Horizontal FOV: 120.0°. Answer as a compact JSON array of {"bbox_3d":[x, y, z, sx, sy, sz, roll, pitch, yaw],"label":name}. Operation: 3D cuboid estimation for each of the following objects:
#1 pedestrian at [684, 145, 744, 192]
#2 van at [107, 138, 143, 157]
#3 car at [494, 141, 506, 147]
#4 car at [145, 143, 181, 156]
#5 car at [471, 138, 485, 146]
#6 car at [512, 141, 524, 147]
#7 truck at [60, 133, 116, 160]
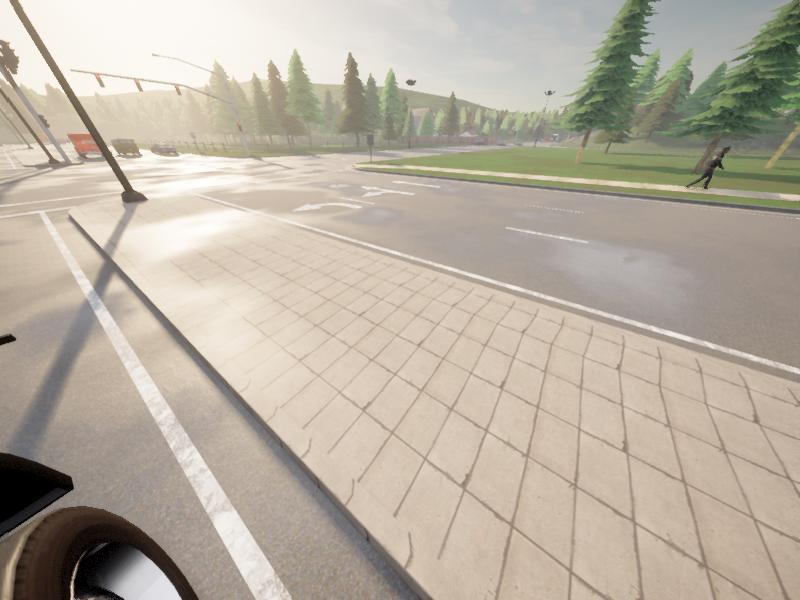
[{"bbox_3d":[14.752,-6.227,10.942,0.751,1.860,0.751,22,41,28],"label":"pedestrian"},{"bbox_3d":[-37.594,-20.899,31.558,4.442,1.987,1.775,22,41,28],"label":"van"},{"bbox_3d":[31.074,-48.383,71.515,1.837,1.490,4.892,23,41,28],"label":"car"},{"bbox_3d":[-34.139,-21.714,33.253,5.357,1.411,2.033,22,41,28],"label":"car"},{"bbox_3d":[25.373,-50.962,74.666,2.150,2.045,5.566,23,41,28],"label":"car"},{"bbox_3d":[38.055,-50.471,74.584,2.128,1.511,4.902,23,41,28],"label":"car"},{"bbox_3d":[-38.088,-18.832,28.211,5.204,2.467,2.627,23,41,28],"label":"truck"}]
